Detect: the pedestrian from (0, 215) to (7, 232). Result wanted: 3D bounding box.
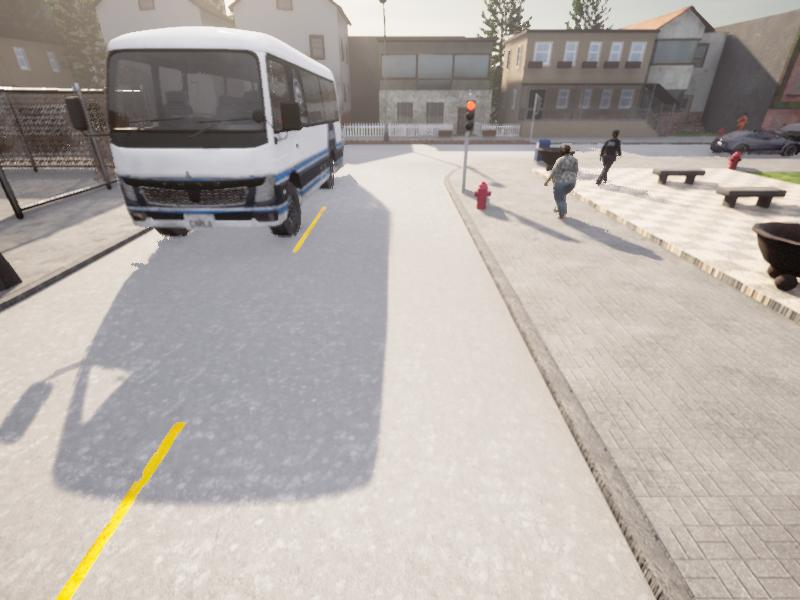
[{"bbox_3d":[-10.040,-2.393,9.073,0.751,1.860,0.751,2,27,4],"label":"pedestrian"}]

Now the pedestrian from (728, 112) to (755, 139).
[{"bbox_3d":[25.824,-13.200,30.264,0.751,1.860,0.751,-8,28,-16],"label":"pedestrian"}]

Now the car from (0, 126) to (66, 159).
[{"bbox_3d":[-22.381,-8.939,22.589,4.902,1.511,2.128,0,27,-1],"label":"car"}]

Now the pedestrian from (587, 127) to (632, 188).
[{"bbox_3d":[7.110,-4.868,13.640,0.751,1.860,0.751,-20,33,-34],"label":"pedestrian"}]

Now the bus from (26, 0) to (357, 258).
[{"bbox_3d":[-3.882,-4.986,11.838,3.944,4.253,10.273,0,25,0],"label":"bus"}]

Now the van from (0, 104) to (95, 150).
[{"bbox_3d":[-23.909,-11.242,25.975,5.915,2.561,1.988,-1,27,-1],"label":"van"}]

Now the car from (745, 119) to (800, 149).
[{"bbox_3d":[26.447,-10.967,26.404,5.238,1.638,1.930,-1,27,-1],"label":"car"}]

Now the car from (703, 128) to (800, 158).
[{"bbox_3d":[20.233,-8.954,22.756,4.181,1.385,1.994,1,27,1],"label":"car"}]

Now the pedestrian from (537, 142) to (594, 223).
[{"bbox_3d":[4.185,-3.007,10.249,0.751,1.860,0.751,-6,28,-12],"label":"pedestrian"}]
